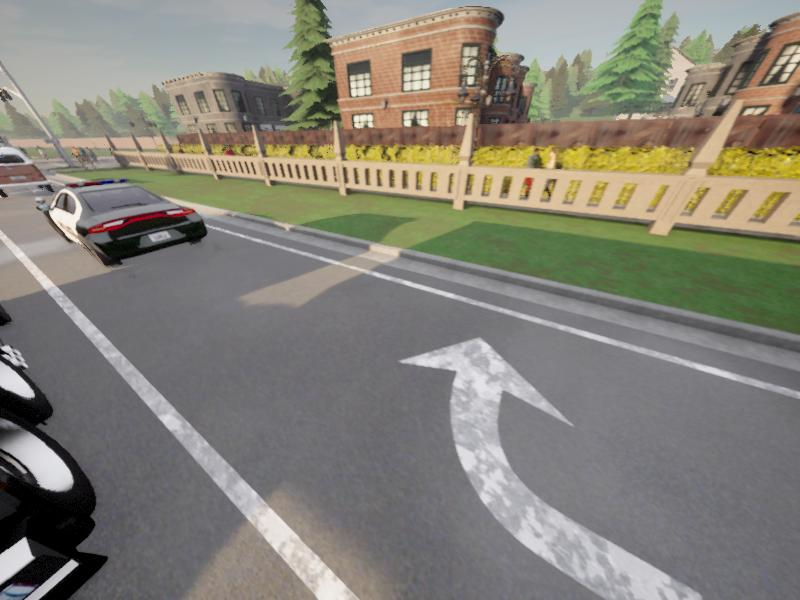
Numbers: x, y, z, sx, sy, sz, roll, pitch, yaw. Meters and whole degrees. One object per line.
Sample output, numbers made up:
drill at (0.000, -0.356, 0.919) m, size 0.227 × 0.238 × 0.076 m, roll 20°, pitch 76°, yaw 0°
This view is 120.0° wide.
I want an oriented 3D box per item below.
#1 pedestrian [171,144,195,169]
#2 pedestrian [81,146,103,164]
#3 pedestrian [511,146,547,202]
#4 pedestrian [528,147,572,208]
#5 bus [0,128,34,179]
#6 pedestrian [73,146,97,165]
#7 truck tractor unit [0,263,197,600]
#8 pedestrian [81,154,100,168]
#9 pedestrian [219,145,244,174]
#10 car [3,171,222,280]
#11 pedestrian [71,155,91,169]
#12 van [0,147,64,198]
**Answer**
pedestrian at (-20.053, -13.307, 21.410) m, size 0.751 × 1.860 × 0.751 m, roll 18°, pitch 39°, yaw 25°
pedestrian at (-37.507, -17.670, 28.151) m, size 0.751 × 1.860 × 0.751 m, roll 18°, pitch 39°, yaw 25°
pedestrian at (5.125, -5.024, 9.248) m, size 0.751 × 1.860 × 0.751 m, roll 17°, pitch 38°, yaw 23°
pedestrian at (5.401, -4.481, 8.464) m, size 0.751 × 1.860 × 0.751 m, roll 12°, pitch 37°, yaw 17°
bus at (-34.667, -12.490, 18.595) m, size 10.273 × 4.253 × 3.944 m, roll 23°, pitch 41°, yaw 30°
pedestrian at (-37.585, -17.293, 27.582) m, size 0.751 × 1.860 × 0.751 m, roll 14°, pitch 37°, yaw 20°
truck tractor unit at (-5.115, -0.295, 0.786) m, size 6.516 × 4.208 × 3.053 m, roll 18°, pitch 39°, yaw 24°
pedestrian at (-29.860, -13.383, 22.280) m, size 0.500 × 1.100 × 0.500 m, roll 9°, pitch 36°, yaw 13°
pedestrian at (-12.935, -10.843, 17.795) m, size 0.751 × 1.860 × 0.751 m, roll 19°, pitch 39°, yaw 25°
car at (-7.383, -2.248, 5.975) m, size 4.974 × 1.542 × 2.038 m, roll 18°, pitch 39°, yaw 25°
pedestrian at (-30.323, -13.141, 21.938) m, size 0.500 × 1.100 × 0.500 m, roll 7°, pitch 35°, yaw 11°
van at (-20.808, -6.834, 12.239) m, size 4.480 × 2.038 × 2.069 m, roll 17°, pitch 38°, yaw 25°
